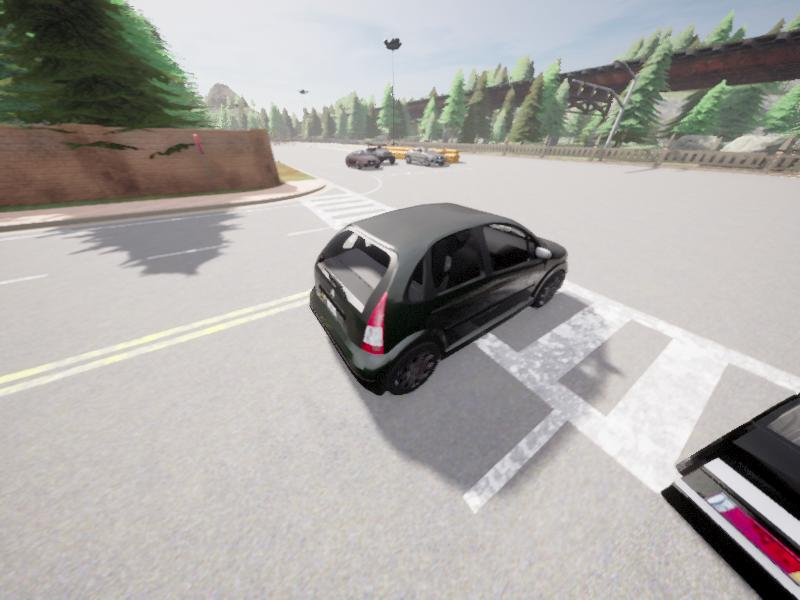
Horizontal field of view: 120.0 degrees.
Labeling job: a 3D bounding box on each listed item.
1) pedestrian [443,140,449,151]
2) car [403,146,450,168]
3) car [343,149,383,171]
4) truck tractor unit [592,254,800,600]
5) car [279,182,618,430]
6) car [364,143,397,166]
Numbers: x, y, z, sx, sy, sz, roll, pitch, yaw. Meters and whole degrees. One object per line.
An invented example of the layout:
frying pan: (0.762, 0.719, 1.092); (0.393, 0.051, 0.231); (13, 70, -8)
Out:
pedestrian: (10.052, -33.564, 50.142); (0.751, 1.860, 0.751); (-18, 39, -25)
car: (2.568, -14.982, 24.011); (2.152, 1.651, 5.027); (-20, 40, -26)
car: (-3.456, -12.867, 21.129); (1.994, 1.385, 4.181); (-20, 40, -26)
truck tractor unit: (5.282, -0.077, 0.479); (6.516, 4.208, 3.053); (-10, 35, -14)
car: (0.837, -0.502, 3.317); (3.988, 1.617, 1.851); (-22, 41, -28)
car: (-2.118, -15.617, 24.619); (1.905, 1.878, 3.866); (-20, 40, -26)
